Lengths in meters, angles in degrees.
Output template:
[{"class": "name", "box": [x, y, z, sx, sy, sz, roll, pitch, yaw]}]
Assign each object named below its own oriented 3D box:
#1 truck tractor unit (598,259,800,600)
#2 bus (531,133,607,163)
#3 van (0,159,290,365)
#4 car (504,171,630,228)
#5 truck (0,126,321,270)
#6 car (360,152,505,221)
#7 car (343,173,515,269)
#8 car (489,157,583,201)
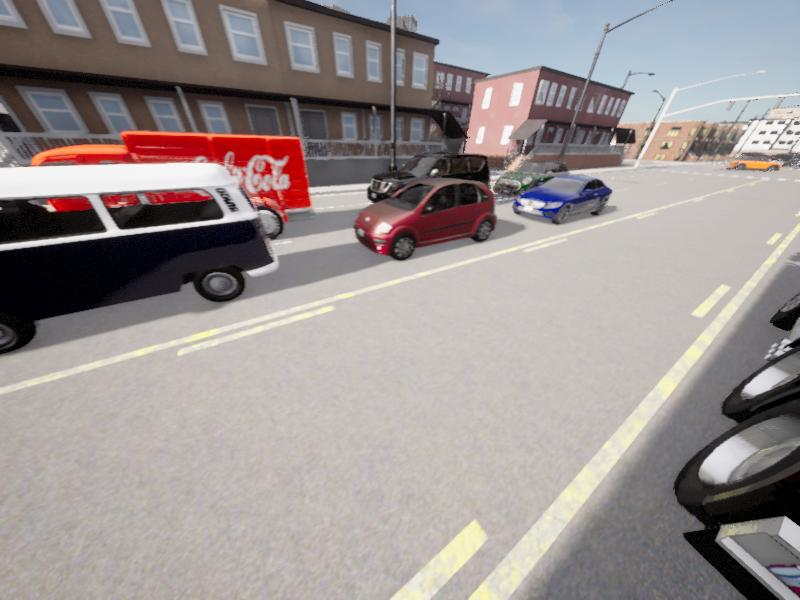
[{"class": "truck tractor unit", "box": [5.192, -0.201, 0.776, 6.516, 4.208, 3.053, -16, 44, -25]}, {"class": "bus", "box": [31.629, -29.179, 44.181, 3.944, 4.253, 10.273, -18, 39, -26]}, {"class": "van", "box": [-4.489, -0.863, 3.508, 4.480, 2.038, 2.069, -18, 39, -26]}, {"class": "car", "box": [6.691, -4.179, 9.269, 4.674, 1.442, 1.812, -18, 39, -25]}, {"class": "truck", "box": [-5.300, -2.997, 6.220, 5.204, 2.467, 2.627, -17, 38, -24]}, {"class": "car", "box": [1.407, -5.030, 9.797, 5.566, 2.045, 2.150, -18, 39, -25]}, {"class": "car", "box": [0.787, -2.370, 6.276, 3.988, 1.617, 1.851, -18, 39, -26]}, {"class": "car", "box": [7.612, -6.921, 12.998, 4.553, 1.767, 2.097, -18, 39, -26]}]
